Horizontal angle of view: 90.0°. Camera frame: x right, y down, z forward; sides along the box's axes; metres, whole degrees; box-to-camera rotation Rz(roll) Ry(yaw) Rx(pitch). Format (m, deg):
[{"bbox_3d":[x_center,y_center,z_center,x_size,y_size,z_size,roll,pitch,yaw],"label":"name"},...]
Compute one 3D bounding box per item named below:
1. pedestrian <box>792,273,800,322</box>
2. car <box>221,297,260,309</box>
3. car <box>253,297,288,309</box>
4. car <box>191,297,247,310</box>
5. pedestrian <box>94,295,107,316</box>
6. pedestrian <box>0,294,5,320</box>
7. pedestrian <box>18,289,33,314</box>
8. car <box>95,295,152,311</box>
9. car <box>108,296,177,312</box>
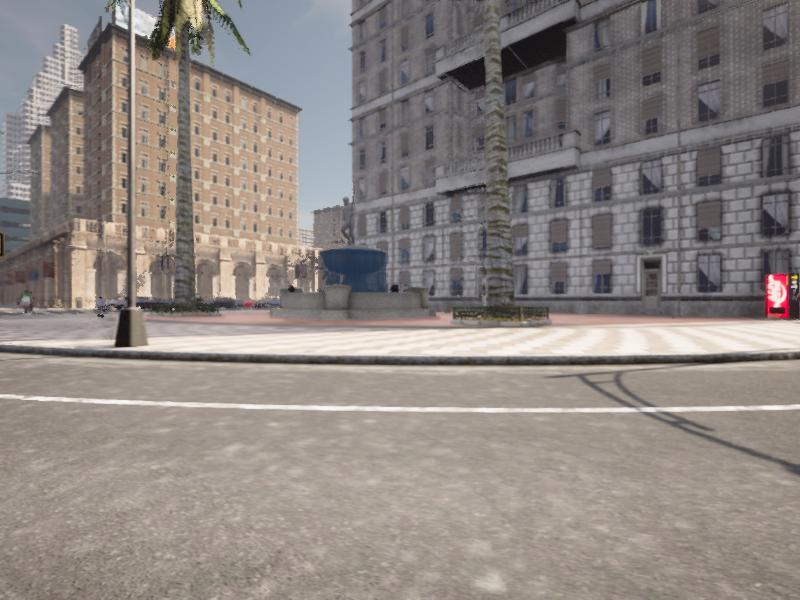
[{"bbox_3d":[15.640,-0.098,15.240,0.751,1.860,0.751,0,0,-23],"label":"pedestrian"},{"bbox_3d":[-20.306,0.389,50.930,1.994,1.385,4.181,0,0,40],"label":"car"},{"bbox_3d":[-16.255,0.333,50.305,1.970,1.475,3.806,0,0,40],"label":"car"},{"bbox_3d":[-20.432,0.369,45.344,2.033,1.411,5.357,0,0,40],"label":"car"},{"bbox_3d":[-16.058,0.302,21.429,0.500,1.100,0.500,0,0,-43],"label":"pedestrian"},{"bbox_3d":[-17.600,0.298,17.323,0.500,1.100,0.500,0,0,6],"label":"pedestrian"},{"bbox_3d":[-27.904,0.092,29.818,0.751,1.860,0.751,0,0,42],"label":"pedestrian"},{"bbox_3d":[-28.486,0.300,41.268,2.007,1.525,4.514,0,0,42],"label":"car"},{"bbox_3d":[-25.347,0.362,39.507,2.033,1.411,5.357,0,0,40],"label":"car"}]
